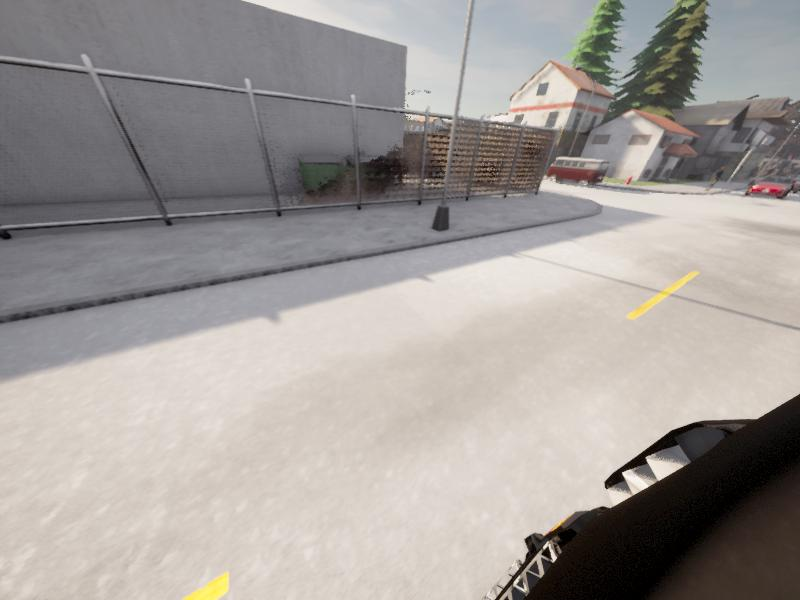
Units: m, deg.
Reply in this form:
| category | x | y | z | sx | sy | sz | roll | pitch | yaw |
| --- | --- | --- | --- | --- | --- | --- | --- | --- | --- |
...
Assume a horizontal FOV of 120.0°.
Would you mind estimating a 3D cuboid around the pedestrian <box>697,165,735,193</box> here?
| category | x | y | z | sx | sy | sz | roll | pitch | yaw |
| --- | --- | --- | --- | --- | --- | --- | --- | --- | --- |
| pedestrian | 25.332 | -9.706 | 18.551 | 0.751 | 1.860 | 0.751 | 12 | 35 | 13 |

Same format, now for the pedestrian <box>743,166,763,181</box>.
| category | x | y | z | sx | sy | sz | roll | pitch | yaw |
| --- | --- | --- | --- | --- | --- | --- | --- | --- | --- |
| pedestrian | 51.627 | -18.532 | 33.809 | 0.751 | 1.860 | 0.751 | -15 | 37 | -25 |

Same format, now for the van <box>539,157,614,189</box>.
| category | x | y | z | sx | sy | sz | roll | pitch | yaw |
| --- | --- | --- | --- | --- | --- | --- | --- | --- | --- |
| van | 15.084 | -11.134 | 20.042 | 1.775 | 1.987 | 4.442 | -18 | 39 | -28 |

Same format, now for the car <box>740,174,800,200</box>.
| category | x | y | z | sx | sy | sz | roll | pitch | yaw |
| --- | --- | --- | --- | --- | --- | --- | --- | --- | --- |
| car | 30.299 | -9.221 | 18.728 | 4.514 | 1.525 | 2.007 | -16 | 38 | -26 |

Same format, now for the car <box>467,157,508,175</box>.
| category | x | y | z | sx | sy | sz | roll | pitch | yaw |
| --- | --- | --- | --- | --- | --- | --- | --- | --- | --- |
| car | 10.124 | -15.735 | 27.051 | 1.816 | 1.474 | 4.193 | -16 | 38 | -26 |

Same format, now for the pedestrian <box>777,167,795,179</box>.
| category | x | y | z | sx | sy | sz | roll | pitch | yaw |
| --- | --- | --- | --- | --- | --- | --- | --- | --- | --- |
| pedestrian | 74.426 | -24.537 | 44.562 | 0.751 | 1.860 | 0.751 | -4 | 34 | -10 |

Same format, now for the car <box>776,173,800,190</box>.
| category | x | y | z | sx | sy | sz | roll | pitch | yaw |
| --- | --- | --- | --- | --- | --- | --- | --- | --- | --- |
| car | 45.631 | -13.620 | 26.497 | 3.633 | 1.501 | 1.845 | -16 | 38 | -26 |

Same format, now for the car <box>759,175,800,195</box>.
| category | x | y | z | sx | sy | sz | roll | pitch | yaw |
| --- | --- | --- | --- | --- | --- | --- | --- | --- | --- |
| car | 37.431 | -11.202 | 22.389 | 4.181 | 1.385 | 1.994 | -16 | 38 | -26 |

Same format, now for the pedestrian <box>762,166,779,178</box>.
| category | x | y | z | sx | sy | sz | roll | pitch | yaw |
| --- | --- | --- | --- | --- | --- | --- | --- | --- | --- |
| pedestrian | 67.341 | -23.206 | 42.025 | 0.751 | 1.860 | 0.751 | -14 | 37 | -23 |

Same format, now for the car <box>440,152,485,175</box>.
| category | x | y | z | sx | sy | sz | roll | pitch | yaw |
| --- | --- | --- | --- | --- | --- | --- | --- | --- | --- |
| car | 6.683 | -15.054 | 25.401 | 1.932 | 1.855 | 4.605 | -15 | 37 | -24 |
